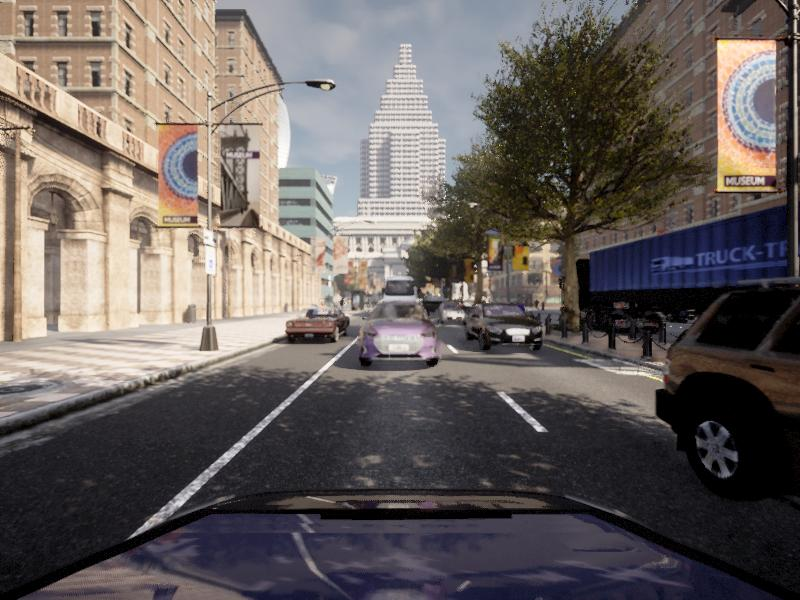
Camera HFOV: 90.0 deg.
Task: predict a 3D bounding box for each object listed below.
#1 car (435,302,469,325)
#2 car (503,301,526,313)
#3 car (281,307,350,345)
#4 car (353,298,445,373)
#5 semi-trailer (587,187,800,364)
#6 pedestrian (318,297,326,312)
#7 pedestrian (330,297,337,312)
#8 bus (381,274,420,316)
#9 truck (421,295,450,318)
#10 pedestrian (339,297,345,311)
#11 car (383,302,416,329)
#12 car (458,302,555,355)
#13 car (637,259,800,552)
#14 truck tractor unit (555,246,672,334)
[{"bbox_3d":[3.447,0.869,27.244,1.845,1.501,3.633,0,0,0],"label":"car"},{"bbox_3d":[14.915,0.933,52.492,1.816,1.474,4.193,0,0,0],"label":"car"},{"bbox_3d":[-3.282,0.964,16.570,1.895,1.301,4.718,0,0,0],"label":"car"},{"bbox_3d":[-0.024,0.797,11.240,2.033,1.649,4.856,0,-1,0],"label":"car"},{"bbox_3d":[11.334,-0.596,14.444,2.717,4.402,14.254,0,0,1],"label":"semi-trailer"},{"bbox_3d":[-9.771,0.560,49.995,0.751,1.860,0.751,0,0,11],"label":"pedestrian"},{"bbox_3d":[-8.241,0.560,49.542,0.751,1.860,0.751,0,0,3],"label":"pedestrian"},{"bbox_3d":[0.056,-0.465,45.489,3.944,4.253,10.273,0,0,0],"label":"bus"},{"bbox_3d":[3.425,0.603,39.794,2.390,2.098,6.274,0,0,0],"label":"truck"},{"bbox_3d":[-7.951,0.568,54.802,0.751,1.860,0.751,0,0,-6],"label":"pedestrian"},{"bbox_3d":[-0.048,0.881,24.755,1.837,1.490,4.892,0,0,0],"label":"car"},{"bbox_3d":[3.473,0.855,14.178,2.128,1.511,4.902,0,0,0],"label":"car"},{"bbox_3d":[3.493,0.659,1.947,1.932,1.855,4.605,0,-1,0],"label":"car"},{"bbox_3d":[11.440,-0.487,22.357,3.053,4.208,6.516,0,0,0],"label":"truck tractor unit"}]
